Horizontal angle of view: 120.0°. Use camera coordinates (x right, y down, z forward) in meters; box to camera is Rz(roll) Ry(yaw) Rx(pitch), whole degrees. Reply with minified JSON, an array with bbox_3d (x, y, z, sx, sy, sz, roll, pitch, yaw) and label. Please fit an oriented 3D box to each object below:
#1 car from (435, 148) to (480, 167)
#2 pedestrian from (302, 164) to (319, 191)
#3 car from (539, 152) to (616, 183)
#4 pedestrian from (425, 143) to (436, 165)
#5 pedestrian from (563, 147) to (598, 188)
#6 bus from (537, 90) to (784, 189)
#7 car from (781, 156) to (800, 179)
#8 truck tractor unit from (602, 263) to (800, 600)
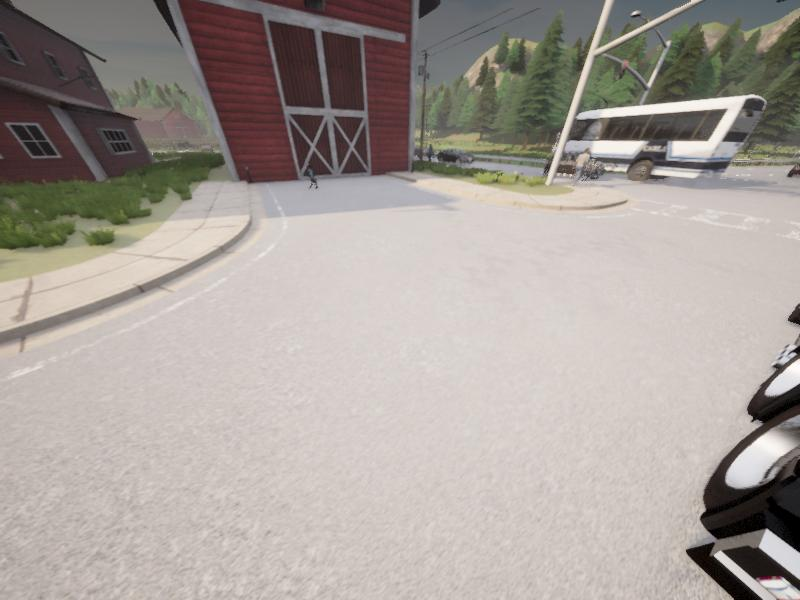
[{"bbox_3d":[6.291,-16.183,26.064,2.128,1.511,4.902,-17,38,-24],"label":"car"},{"bbox_3d":[-4.452,-6.122,11.552,0.500,1.100,0.500,-18,39,-24],"label":"pedestrian"},{"bbox_3d":[12.554,-9.632,16.666,1.789,1.549,3.705,-16,38,-22],"label":"car"},{"bbox_3d":[3.110,-14.952,23.646,0.751,1.860,0.751,-18,39,-24],"label":"pedestrian"},{"bbox_3d":[9.852,-7.279,12.664,0.751,1.860,0.751,30,44,35],"label":"pedestrian"},{"bbox_3d":[16.357,-11.207,16.596,3.944,4.253,10.273,-13,37,-19],"label":"bus"},{"bbox_3d":[32.947,-10.505,18.225,5.357,1.411,2.033,-18,39,-24],"label":"car"},{"bbox_3d":[5.115,-0.295,0.784,6.516,4.208,3.053,-18,39,-24],"label":"truck tractor unit"}]
